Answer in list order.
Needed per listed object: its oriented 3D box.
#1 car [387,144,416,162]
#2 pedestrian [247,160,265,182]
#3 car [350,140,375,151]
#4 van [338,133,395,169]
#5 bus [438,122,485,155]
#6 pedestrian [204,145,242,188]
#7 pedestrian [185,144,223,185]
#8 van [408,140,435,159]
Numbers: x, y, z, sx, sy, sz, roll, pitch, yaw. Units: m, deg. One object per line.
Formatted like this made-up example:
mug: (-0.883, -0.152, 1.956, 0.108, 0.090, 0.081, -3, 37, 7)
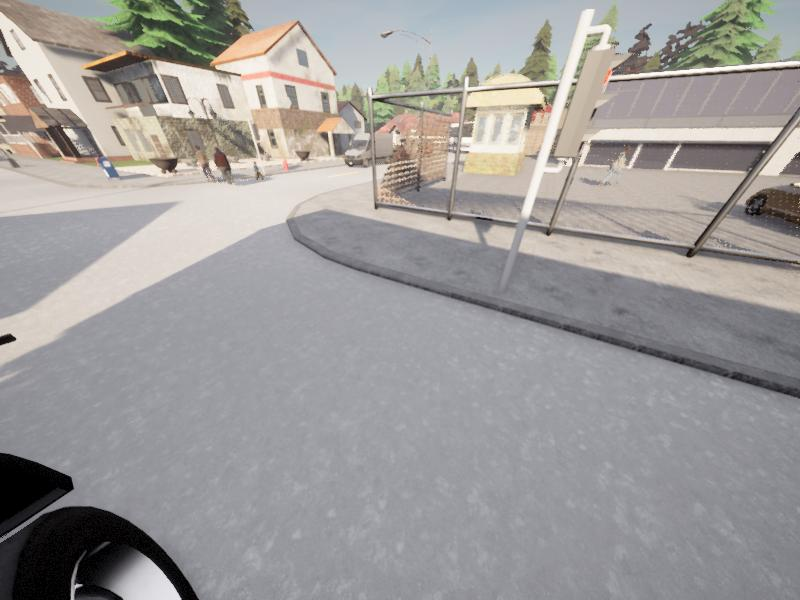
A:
car: (0.251, -17.008, 26.710, 1.789, 1.549, 3.705, 18, 39, 23)
pedestrian: (-8.573, -7.703, 13.792, 0.500, 1.100, 0.500, -3, 35, -5)
car: (-7.784, -31.998, 47.832, 4.611, 1.667, 2.242, 18, 39, 23)
van: (-2.833, -14.086, 21.686, 1.988, 2.561, 5.915, 18, 39, 24)
bus: (10.343, -28.432, 40.653, 3.944, 4.253, 10.273, -6, 36, -8)
pedestrian: (-9.261, -7.030, 12.172, 0.751, 1.860, 0.751, 17, 39, 23)
pedestrian: (-10.923, -7.559, 12.911, 0.751, 1.860, 0.751, 17, 39, 23)
van: (2.874, -19.957, 30.540, 1.775, 1.987, 4.442, 17, 38, 22)
